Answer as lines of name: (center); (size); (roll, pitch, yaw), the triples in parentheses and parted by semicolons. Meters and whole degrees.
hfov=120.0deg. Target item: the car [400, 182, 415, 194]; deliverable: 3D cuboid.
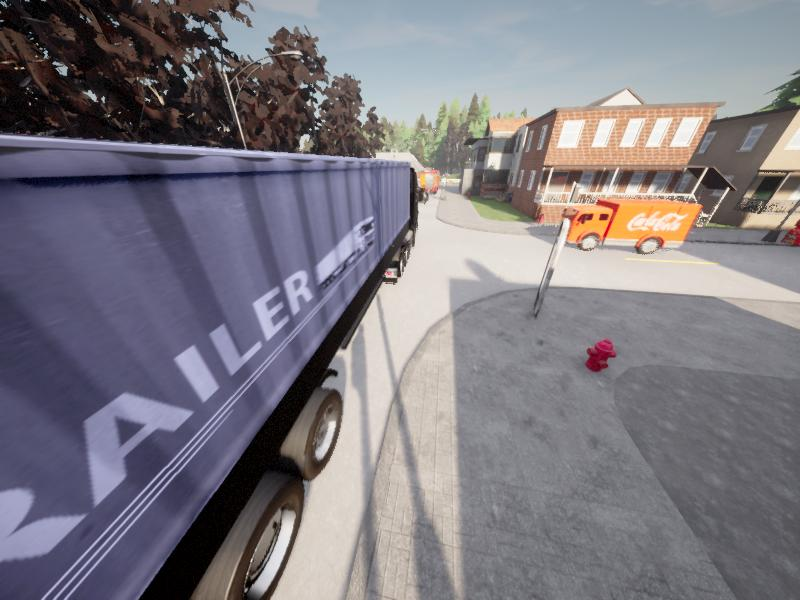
car: (1.399, -20.204, 41.419); (1.801, 1.575, 5.366); (5, 30, 9)

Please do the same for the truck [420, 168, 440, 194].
truck: (5.548, -21.602, 41.596); (2.891, 3.827, 8.468); (5, 30, 9)

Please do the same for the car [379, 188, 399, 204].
car: (-1.281, -13.276, 29.471); (1.845, 1.501, 3.633); (4, 30, 7)

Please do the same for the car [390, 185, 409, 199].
car: (-0.005, -16.512, 35.211); (2.033, 1.411, 5.357); (5, 30, 8)

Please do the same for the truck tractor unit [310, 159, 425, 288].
truck tractor unit: (-0.717, -4.042, 10.778); (3.053, 4.208, 6.516); (5, 31, 9)

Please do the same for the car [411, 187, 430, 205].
car: (2.646, -13.230, 29.315); (1.851, 1.617, 3.988); (6, 31, 11)

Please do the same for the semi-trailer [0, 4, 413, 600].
semi-trailer: (-2.090, -0.228, 3.981); (2.717, 4.402, 14.254); (5, 30, 9)

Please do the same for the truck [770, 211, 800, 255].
truck: (24.970, -3.523, 10.285); (8.468, 3.827, 2.891); (5, 30, 9)

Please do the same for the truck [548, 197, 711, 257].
truck: (11.755, -4.091, 12.607); (5.204, 2.467, 2.627); (5, 30, 10)
